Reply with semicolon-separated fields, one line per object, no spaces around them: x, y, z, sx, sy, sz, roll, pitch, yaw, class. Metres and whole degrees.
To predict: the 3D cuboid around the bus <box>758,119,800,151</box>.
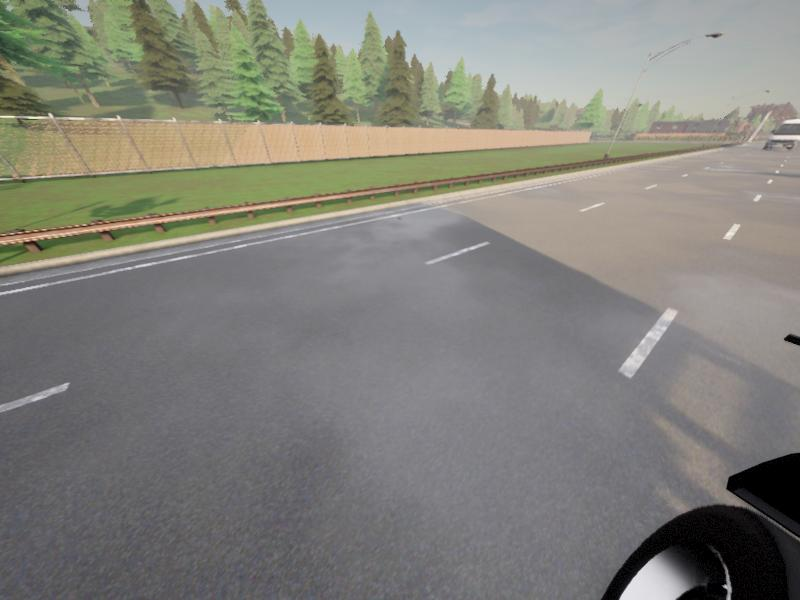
68.064;-28.797;40.318;10.273;4.253;3.944;-22;41;-28;bus
